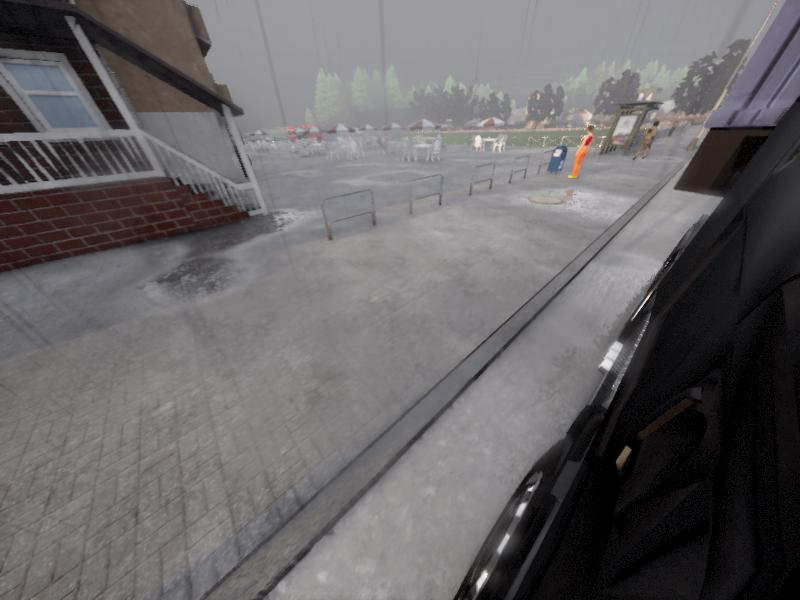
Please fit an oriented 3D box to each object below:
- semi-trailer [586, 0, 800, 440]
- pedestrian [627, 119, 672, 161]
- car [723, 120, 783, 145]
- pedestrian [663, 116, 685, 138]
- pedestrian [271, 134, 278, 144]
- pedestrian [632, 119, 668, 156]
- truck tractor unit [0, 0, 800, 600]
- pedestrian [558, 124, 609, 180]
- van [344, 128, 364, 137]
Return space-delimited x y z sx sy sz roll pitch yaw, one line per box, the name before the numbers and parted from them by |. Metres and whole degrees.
semi-trailer | 9.798 -2.451 2.628 14.254 4.402 2.717 -13 38 -13
pedestrian | 13.885 -8.916 12.935 0.751 1.860 0.751 -10 37 -10
car | 29.730 -14.223 19.560 4.902 1.511 2.128 -28 44 -30
pedestrian | 29.931 -18.864 25.234 0.751 1.860 0.751 -29 44 -30
pedestrian | -29.469 -37.918 54.303 0.751 1.860 0.751 -8 37 -7
pedestrian | 15.606 -10.136 14.458 0.751 1.860 0.751 -30 45 -32
truck tractor unit | 2.645 -0.295 0.351 6.516 4.208 3.053 -28 44 -30
pedestrian | 7.526 -6.105 9.570 0.751 1.860 0.751 -10 37 -9
van | -15.858 -58.329 80.404 6.366 2.431 2.351 -29 44 -31
